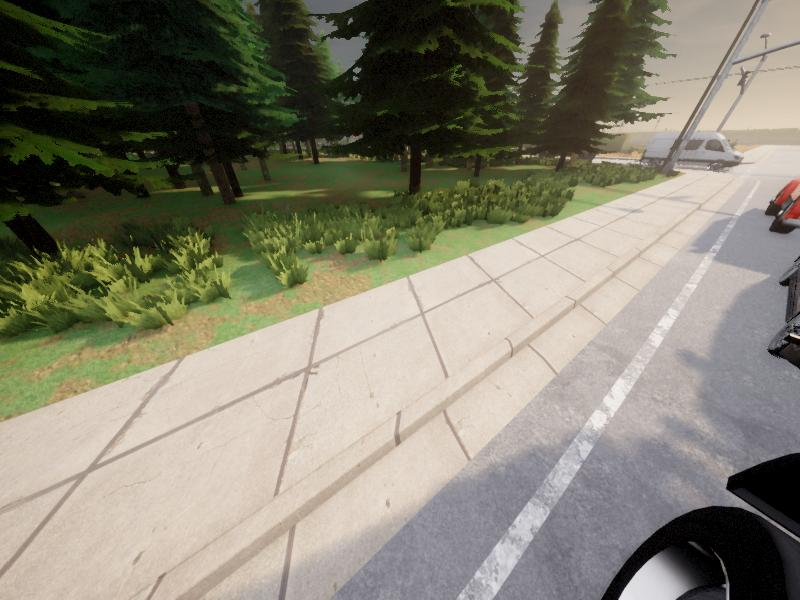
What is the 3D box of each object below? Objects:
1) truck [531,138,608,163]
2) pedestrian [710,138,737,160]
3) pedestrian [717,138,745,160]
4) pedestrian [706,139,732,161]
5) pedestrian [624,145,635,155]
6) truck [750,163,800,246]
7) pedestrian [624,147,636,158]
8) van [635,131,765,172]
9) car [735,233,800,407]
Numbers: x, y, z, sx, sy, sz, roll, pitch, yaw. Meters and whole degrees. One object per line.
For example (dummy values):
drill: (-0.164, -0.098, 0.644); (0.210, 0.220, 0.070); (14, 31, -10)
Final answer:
truck: (18.767, -16.915, 26.021); (2.390, 2.098, 6.274); (-22, 41, -28)
pedestrian: (33.561, -15.661, 24.005); (0.751, 1.860, 0.751); (22, 41, 28)
pedestrian: (34.494, -15.724, 24.082); (0.751, 1.860, 0.751); (24, 42, 30)
pedestrian: (32.216, -15.171, 23.328); (0.751, 1.860, 0.751); (-27, 43, -32)
pedestrian: (30.327, -19.797, 30.550); (0.500, 1.100, 0.500); (-3, 35, -4)
truck: (12.430, -3.015, 5.963); (5.204, 2.467, 2.627); (-23, 41, -28)
pedestrian: (27.422, -17.671, 27.597); (0.500, 1.100, 0.500); (-21, 40, -27)
van: (24.407, -12.467, 19.286); (1.988, 2.561, 5.915); (-22, 40, -28)
car: (6.439, -0.041, 2.635); (4.902, 1.511, 2.128); (-22, 41, -28)
